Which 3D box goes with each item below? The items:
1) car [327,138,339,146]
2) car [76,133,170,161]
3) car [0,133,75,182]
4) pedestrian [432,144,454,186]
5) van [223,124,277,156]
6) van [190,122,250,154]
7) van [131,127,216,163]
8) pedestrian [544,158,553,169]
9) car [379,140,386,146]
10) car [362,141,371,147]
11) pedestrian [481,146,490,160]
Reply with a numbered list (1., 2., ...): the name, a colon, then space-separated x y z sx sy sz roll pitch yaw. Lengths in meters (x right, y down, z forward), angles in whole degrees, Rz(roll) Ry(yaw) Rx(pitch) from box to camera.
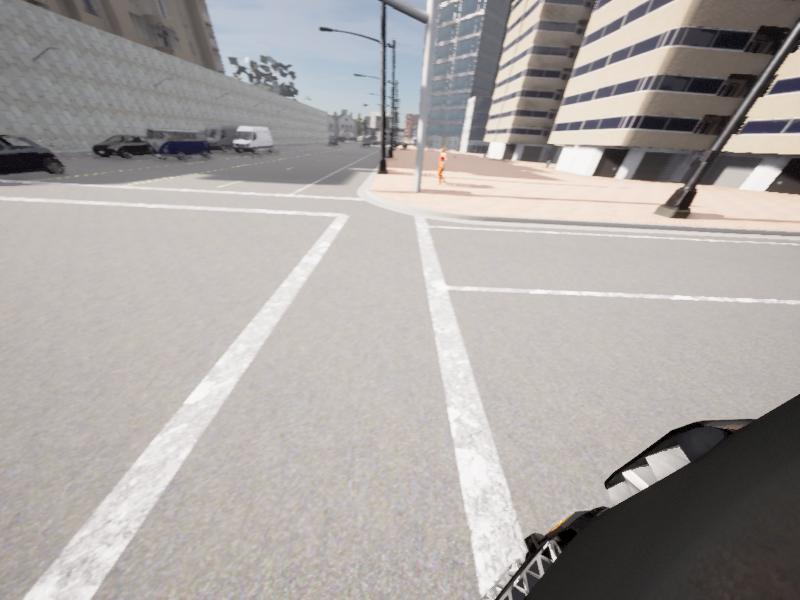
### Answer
1. car: -16.401 -38.859 56.853 1.789 1.549 3.705 2 35 -1
2. car: -20.189 -11.428 17.199 1.816 1.474 4.193 2 35 -1
3. car: -16.579 -5.717 9.246 1.845 1.501 3.633 0 35 -4
4. pedestrian: 2.258 -7.176 12.360 0.751 1.860 0.751 -1 35 -7
5. van: -16.605 -18.096 26.143 1.988 2.561 5.915 3 35 -1
6. van: -20.100 -18.404 26.297 1.988 2.561 5.915 2 35 -1
7. van: -16.681 -11.728 17.475 1.775 1.987 4.442 2 35 -1
8. pedestrian: 19.310 -17.729 30.012 0.500 1.100 0.500 -26 44 -35
9. car: -5.754 -52.770 77.835 2.007 1.525 4.514 3 35 -1
10. car: -9.353 -44.254 65.425 1.895 1.301 4.718 2 35 -1
11. pedestrian: 14.730 -25.383 39.908 0.751 1.860 0.751 -2 35 -7
